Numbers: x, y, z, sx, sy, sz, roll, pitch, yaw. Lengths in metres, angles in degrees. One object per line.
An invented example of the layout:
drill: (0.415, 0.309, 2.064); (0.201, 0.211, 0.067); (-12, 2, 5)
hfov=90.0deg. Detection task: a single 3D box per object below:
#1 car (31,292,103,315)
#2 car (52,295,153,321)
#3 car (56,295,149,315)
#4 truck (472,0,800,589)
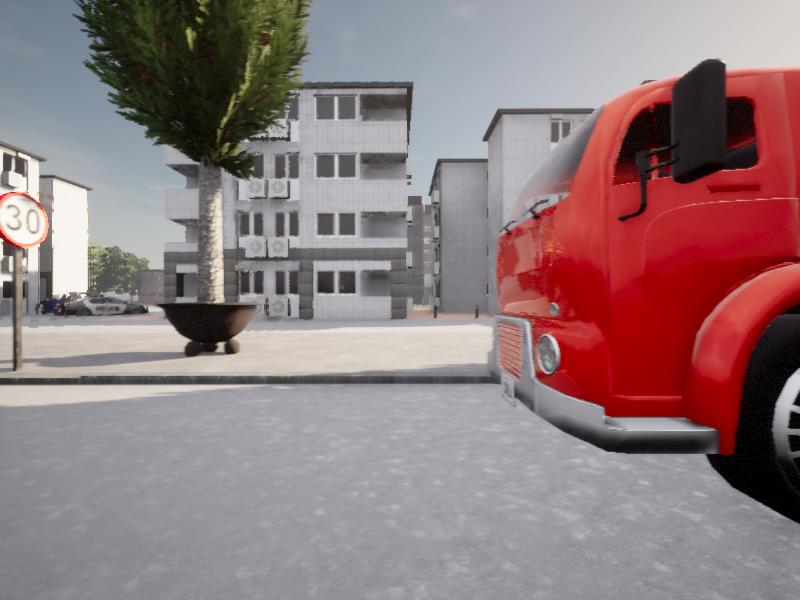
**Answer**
car: (-22.164, 0.225, 26.675); (3.633, 1.501, 1.845); (0, 0, 11)
car: (-19.368, 0.463, 26.324); (2.038, 1.542, 4.974); (0, 0, 30)
car: (-19.394, 0.305, 26.279); (1.853, 1.218, 4.536); (0, 0, 30)
truck: (3.326, -0.251, 2.688); (5.204, 2.467, 2.627); (0, 0, 0)
